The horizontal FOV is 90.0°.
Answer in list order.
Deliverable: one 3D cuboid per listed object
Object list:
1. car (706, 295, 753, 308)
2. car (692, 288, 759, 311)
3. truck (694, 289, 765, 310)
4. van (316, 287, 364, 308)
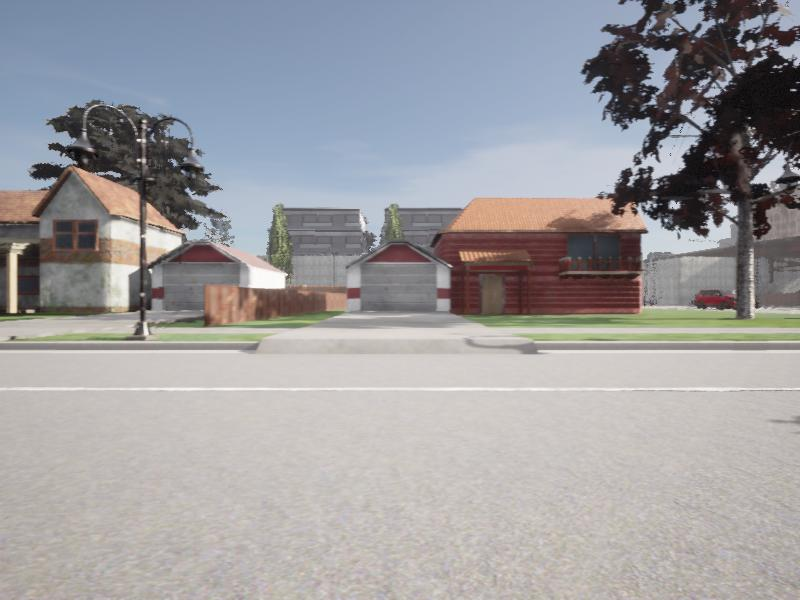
[{"bbox_3d":[41.953,0.212,51.084,1.882,1.535,5.008,0,0,2],"label":"car"},{"bbox_3d":[31.311,-0.039,38.778,2.150,2.045,5.566,0,0,4],"label":"car"},{"bbox_3d":[34.948,-0.068,42.748,2.390,2.098,6.274,0,0,1],"label":"truck"},{"bbox_3d":[-7.672,-0.282,51.629,5.915,2.561,1.988,1,0,1],"label":"van"}]
